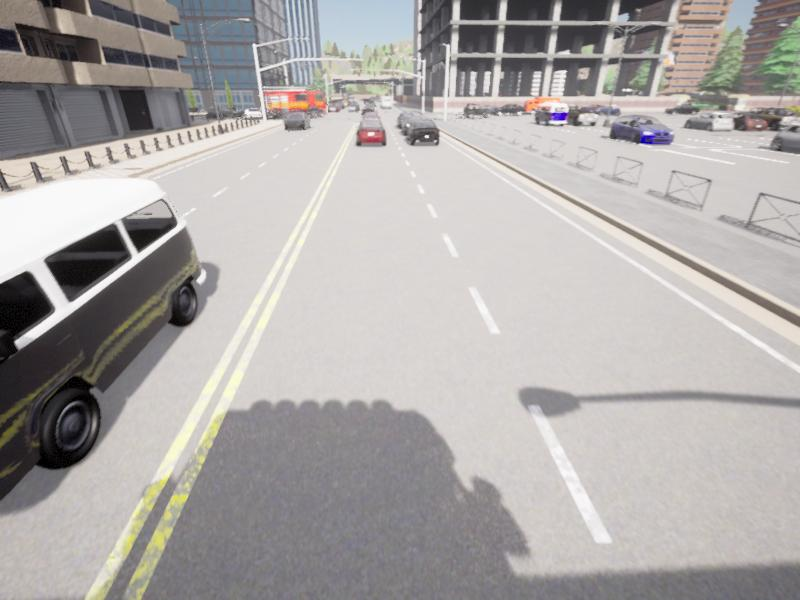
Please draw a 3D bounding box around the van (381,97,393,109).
[{"bbox_3d":[-3.015,-44.932,91.144,2.351,2.431,6.366,-2,27,-3],"label":"van"}]

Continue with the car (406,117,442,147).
[{"bbox_3d":[1.538,-11.603,27.440,1.882,1.535,5.008,-2,27,-3],"label":"car"}]

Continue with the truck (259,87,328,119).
[{"bbox_3d":[-14.422,-26.800,54.396,8.468,3.827,2.891,-7,28,-13],"label":"truck"}]

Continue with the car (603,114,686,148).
[{"bbox_3d":[15.758,-11.138,26.156,2.242,1.667,4.611,-2,27,-3],"label":"car"}]

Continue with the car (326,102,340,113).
[{"bbox_3d":[-12.314,-35.723,74.165,2.033,1.649,4.856,-2,27,-3],"label":"car"}]

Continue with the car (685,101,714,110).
[{"bbox_3d":[58.840,-38.278,78.614,3.988,1.617,1.851,-2,27,-3],"label":"car"}]

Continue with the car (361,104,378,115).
[{"bbox_3d":[-4.884,-31.186,65.399,2.038,1.542,4.974,2,27,3],"label":"car"}]

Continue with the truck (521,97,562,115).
[{"bbox_3d":[22.077,-30.433,62.777,5.204,2.467,2.627,-2,27,-3],"label":"truck"}]

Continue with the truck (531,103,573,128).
[{"bbox_3d":[14.843,-18.251,39.384,2.069,2.038,4.478,-2,27,-3],"label":"truck"}]

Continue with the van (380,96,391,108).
[{"bbox_3d":[-3.616,-49.283,99.589,2.351,2.431,6.366,-2,27,-3],"label":"van"}]

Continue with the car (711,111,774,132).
[{"bbox_3d":[29.505,-15.471,34.613,1.784,1.438,3.905,-2,27,-3],"label":"car"}]

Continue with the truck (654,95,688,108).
[{"bbox_3d":[58.863,-43.050,86.931,5.204,2.467,2.615,-2,27,-3],"label":"truck"}]

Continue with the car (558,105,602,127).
[{"bbox_3d":[17.729,-18.282,39.642,1.932,1.855,4.605,-2,27,-3],"label":"car"}]

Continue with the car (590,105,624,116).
[{"bbox_3d":[31.212,-28.636,60.444,3.806,1.475,1.970,-2,27,-3],"label":"car"}]

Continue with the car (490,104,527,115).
[{"bbox_3d":[16.127,-28.324,59.471,4.892,1.490,1.837,-2,27,-3],"label":"car"}]

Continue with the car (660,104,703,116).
[{"bbox_3d":[43.006,-29.076,61.106,5.008,1.535,1.882,-2,27,-3],"label":"car"}]

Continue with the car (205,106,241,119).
[{"bbox_3d":[-23.756,-25.173,53.788,3.806,1.475,1.970,-2,27,-4],"label":"car"}]

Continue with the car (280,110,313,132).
[{"bbox_3d":[-9.668,-16.955,37.745,1.930,1.638,5.238,-1,27,-3],"label":"car"}]

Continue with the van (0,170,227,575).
[{"bbox_3d":[-3.836,0.044,4.306,2.069,2.038,4.480,-2,27,-3],"label":"van"}]

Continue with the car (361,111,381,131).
[{"bbox_3d":[-2.792,-17.468,38.936,1.812,1.442,4.674,-2,27,-3],"label":"car"}]

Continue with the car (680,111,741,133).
[{"bbox_3d":[26.615,-15.360,34.476,1.970,1.475,3.806,-2,27,-3],"label":"car"}]

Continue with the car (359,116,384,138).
[{"bbox_3d":[-2.346,-14.217,32.787,1.895,1.301,4.718,-2,27,-3],"label":"car"}]

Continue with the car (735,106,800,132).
[{"bbox_3d":[32.180,-15.757,34.702,1.932,1.855,4.605,-2,27,-3],"label":"car"}]

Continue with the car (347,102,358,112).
[{"bbox_3d":[-8.934,-36.575,75.935,1.851,1.617,3.988,-2,27,-3],"label":"car"}]

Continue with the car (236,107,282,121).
[{"bbox_3d":[-17.815,-23.646,50.763,4.974,1.542,2.038,0,27,1],"label":"car"}]

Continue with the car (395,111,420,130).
[{"bbox_3d":[0.670,-17.819,39.662,2.033,1.411,5.357,-2,27,-3],"label":"car"}]

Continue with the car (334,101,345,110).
[{"bbox_3d":[-13.386,-43.478,89.214,2.033,1.649,4.856,-2,27,-3],"label":"car"}]

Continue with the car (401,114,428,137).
[{"bbox_3d":[1.123,-14.522,33.207,1.812,1.442,4.674,-2,27,-3],"label":"car"}]

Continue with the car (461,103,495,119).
[{"bbox_3d":[10.296,-24.975,52.855,3.866,1.878,1.905,-2,27,-4],"label":"car"}]

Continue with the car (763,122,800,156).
[{"bbox_3d":[21.758,-8.291,20.773,1.970,1.475,3.806,-2,27,-3],"label":"car"}]

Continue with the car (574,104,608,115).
[{"bbox_3d":[30.275,-30.253,63.484,4.193,1.474,1.816,-2,27,-3],"label":"car"}]

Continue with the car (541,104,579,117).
[{"bbox_3d":[23.944,-28.469,59.983,4.611,1.667,2.242,-2,27,-3],"label":"car"}]

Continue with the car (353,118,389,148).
[{"bbox_3d":[-1.945,-11.387,27.093,2.163,1.488,4.792,-2,27,-3],"label":"car"}]

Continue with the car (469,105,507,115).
[{"bbox_3d":[13.651,-29.732,62.508,5.357,1.411,2.033,-2,27,-3],"label":"car"}]
